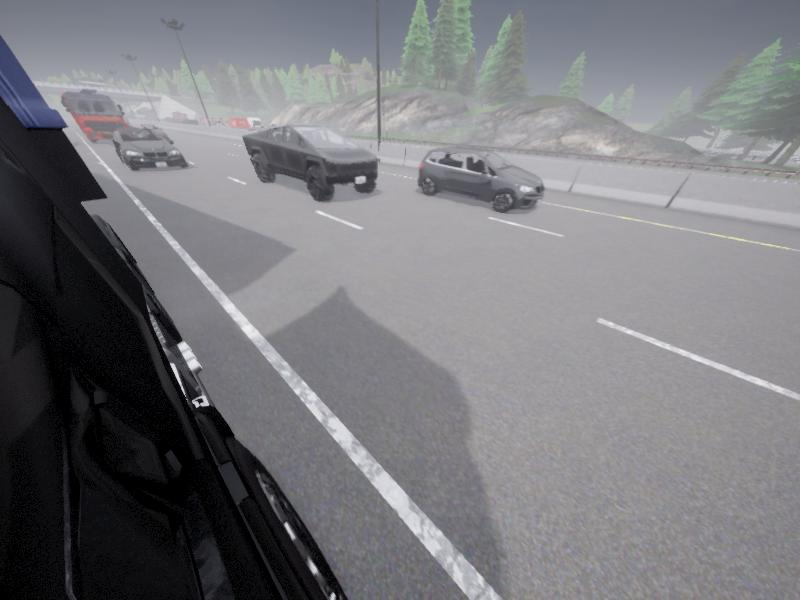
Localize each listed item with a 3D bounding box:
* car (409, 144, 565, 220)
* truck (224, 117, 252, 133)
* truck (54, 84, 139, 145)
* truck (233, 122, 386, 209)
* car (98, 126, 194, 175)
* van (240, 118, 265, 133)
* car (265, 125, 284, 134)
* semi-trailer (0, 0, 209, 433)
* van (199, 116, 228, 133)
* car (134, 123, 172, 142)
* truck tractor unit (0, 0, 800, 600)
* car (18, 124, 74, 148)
[{"bbox_3d":[2.888,-4.589,8.530,4.611,1.667,2.242,29,44,31],"label":"car"},{"bbox_3d":[-33.374,-36.029,47.641,5.204,2.467,2.627,29,44,30],"label":"truck"},{"bbox_3d":[-28.252,-17.048,21.515,8.468,3.827,2.891,29,44,31],"label":"truck"},{"bbox_3d":[-3.651,-5.581,9.113,6.274,2.098,2.390,29,44,31],"label":"truck"},{"bbox_3d":[-13.109,-7.830,11.914,4.611,1.667,2.242,29,44,31],"label":"car"},{"bbox_3d":[-32.377,-38.300,50.663,5.915,2.561,1.988,29,44,31],"label":"van"},{"bbox_3d":[-28.114,-38.295,51.791,4.193,1.474,1.816,29,44,31],"label":"car"},{"bbox_3d":[-9.188,-3.210,3.689,14.254,4.402,2.717,22,41,24],"label":"semi-trailer"},{"bbox_3d":[-37.978,-35.766,47.050,6.366,2.431,2.351,29,44,31],"label":"van"},{"bbox_3d":[-26.661,-18.047,24.897,4.193,1.474,1.816,29,44,31],"label":"car"},{"bbox_3d":[-2.645,-0.295,0.352,6.516,4.208,3.053,28,44,30],"label":"truck tractor unit"},{"bbox_3d":[-28.086,-13.141,18.427,4.718,1.301,1.895,29,44,31],"label":"car"}]
